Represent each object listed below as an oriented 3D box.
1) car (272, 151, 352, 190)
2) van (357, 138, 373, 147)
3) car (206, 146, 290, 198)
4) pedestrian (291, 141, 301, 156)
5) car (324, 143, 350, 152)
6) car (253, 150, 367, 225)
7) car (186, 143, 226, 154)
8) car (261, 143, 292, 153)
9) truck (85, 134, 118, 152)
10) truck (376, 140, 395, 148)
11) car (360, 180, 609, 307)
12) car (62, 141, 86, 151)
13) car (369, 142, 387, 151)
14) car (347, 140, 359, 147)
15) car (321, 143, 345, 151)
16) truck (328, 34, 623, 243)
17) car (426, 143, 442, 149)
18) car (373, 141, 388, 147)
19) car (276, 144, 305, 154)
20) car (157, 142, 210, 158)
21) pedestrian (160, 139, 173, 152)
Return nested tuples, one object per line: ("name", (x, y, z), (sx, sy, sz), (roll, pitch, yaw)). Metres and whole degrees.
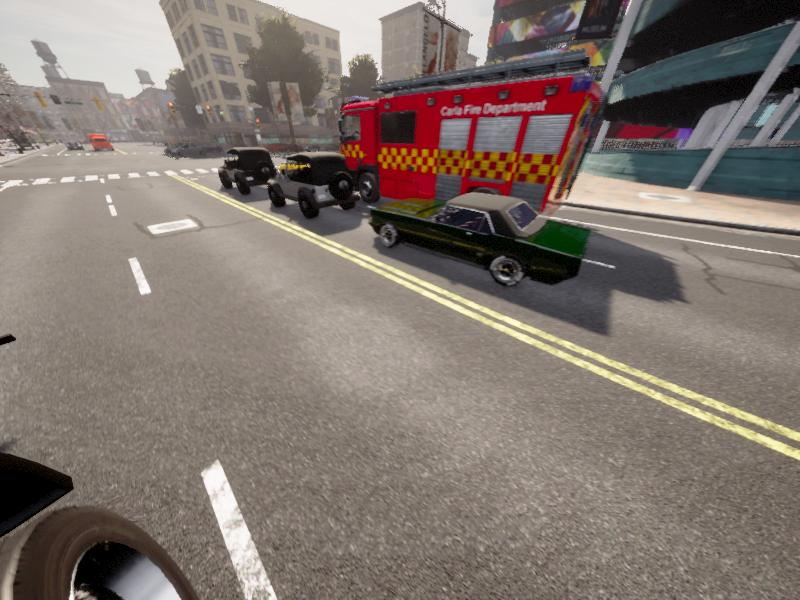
("car", (-5.425, -7.976, 13.974), (5.366, 1.575, 1.801), (27, 43, 33))
("van", (-12.819, -57.279, 83.869), (5.915, 2.561, 1.988), (27, 43, 32))
("car", (-7.688, -6.603, 11.694), (3.866, 1.878, 1.905), (27, 43, 33))
("pedestrian", (-15.523, -22.584, 34.523), (0.751, 1.860, 0.751), (-27, 43, -34))
("car", (-13.371, -32.531, 49.198), (2.128, 1.511, 4.902), (27, 43, 33))
("car", (-3.294, -4.336, 8.503), (3.866, 1.878, 1.905), (27, 43, 33))
("car", (-32.450, -25.498, 38.859), (4.674, 1.442, 1.812), (-11, 37, -16))
("car", (-23.520, -29.187, 44.224), (2.007, 1.525, 4.514), (28, 44, 34))
("truck", (-54.429, -28.628, 42.073), (5.204, 2.467, 2.627), (29, 44, 31))
("truck", (-4.806, -50.284, 74.325), (6.274, 2.098, 2.390), (29, 43, 34))
("car", (1.469, -1.691, 5.296), (4.718, 1.301, 1.895), (25, 42, 31))
("car", (-59.186, -27.999, 42.017), (3.806, 1.475, 1.970), (28, 43, 33))
("car", (-5.375, -37.606, 56.529), (1.851, 1.617, 3.988), (27, 43, 33))
("car", (-16.933, -56.542, 83.316), (1.905, 1.878, 3.866), (-29, 44, -35))
("car", (-15.012, -34.489, 52.002), (1.837, 1.490, 4.892), (27, 43, 33))
("truck", (1.493, -5.323, 8.301), (8.468, 3.827, 2.891), (26, 42, 32))
("car", (10.559, -47.550, 71.248), (2.033, 1.411, 5.357), (27, 43, 33))
("car", (-6.912, -53.926, 79.981), (5.366, 1.575, 1.801), (26, 42, 31))
("car", (-20.291, -28.122, 42.880), (1.994, 1.385, 4.181), (27, 43, 33))
("car", (-29.406, -20.524, 31.560), (2.242, 1.667, 4.611), (9, 36, 13))
("pedestrian", (-40.660, -26.837, 40.252), (0.751, 1.860, 0.751), (28, 43, 34))
